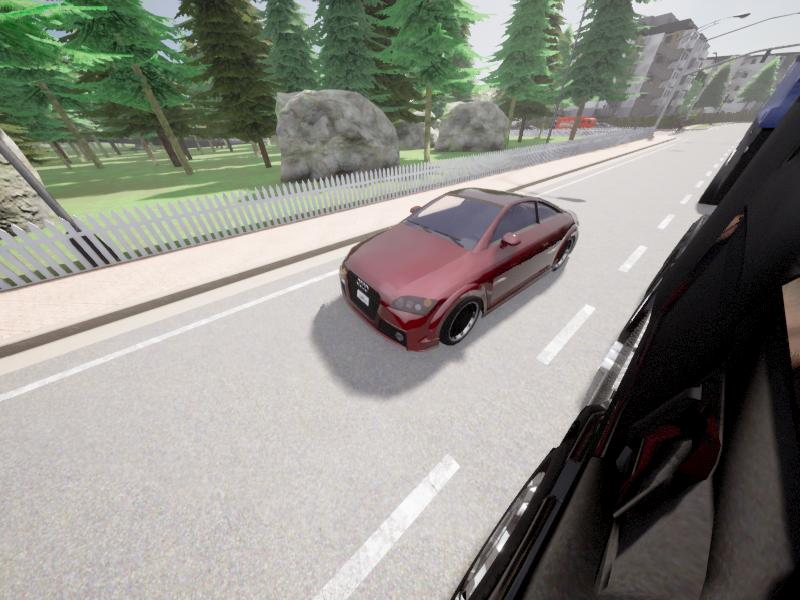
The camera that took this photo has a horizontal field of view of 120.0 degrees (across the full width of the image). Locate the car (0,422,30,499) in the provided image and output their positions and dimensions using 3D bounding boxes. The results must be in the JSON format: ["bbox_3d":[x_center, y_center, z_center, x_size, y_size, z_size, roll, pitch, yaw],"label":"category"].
[{"bbox_3d":[-4.471,1.841,0.128,3.988,1.617,1.851,-27,43,-29],"label":"car"}]

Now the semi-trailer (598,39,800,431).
[{"bbox_3d":[8.707,-3.602,4.214,14.254,4.402,2.717,-28,44,-30],"label":"semi-trailer"}]

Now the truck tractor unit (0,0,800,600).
[{"bbox_3d":[2.645,-0.295,0.351,6.516,4.208,3.053,-28,44,-30],"label":"truck tractor unit"}]

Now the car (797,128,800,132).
[{"bbox_3d":[47.755,-18.944,24.597,1.801,1.575,5.366,-26,43,-28],"label":"car"}]

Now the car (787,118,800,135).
[{"bbox_3d":[43.376,-17.424,22.843,5.366,1.575,1.801,3,37,8],"label":"car"}]

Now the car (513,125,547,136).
[{"bbox_3d":[23.189,-30.322,41.420,1.837,1.490,4.892,-26,43,-28],"label":"car"}]

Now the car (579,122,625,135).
[{"bbox_3d":[31.963,-27.231,36.722,2.128,1.511,4.902,-26,43,-28],"label":"car"}]

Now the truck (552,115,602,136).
[{"bbox_3d":[27.676,-27.365,36.371,2.627,2.467,5.204,-26,43,-28],"label":"truck"}]

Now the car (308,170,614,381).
[{"bbox_3d":[1.112,-0.949,3.699,4.181,1.385,1.994,-26,43,-28],"label":"car"}]
